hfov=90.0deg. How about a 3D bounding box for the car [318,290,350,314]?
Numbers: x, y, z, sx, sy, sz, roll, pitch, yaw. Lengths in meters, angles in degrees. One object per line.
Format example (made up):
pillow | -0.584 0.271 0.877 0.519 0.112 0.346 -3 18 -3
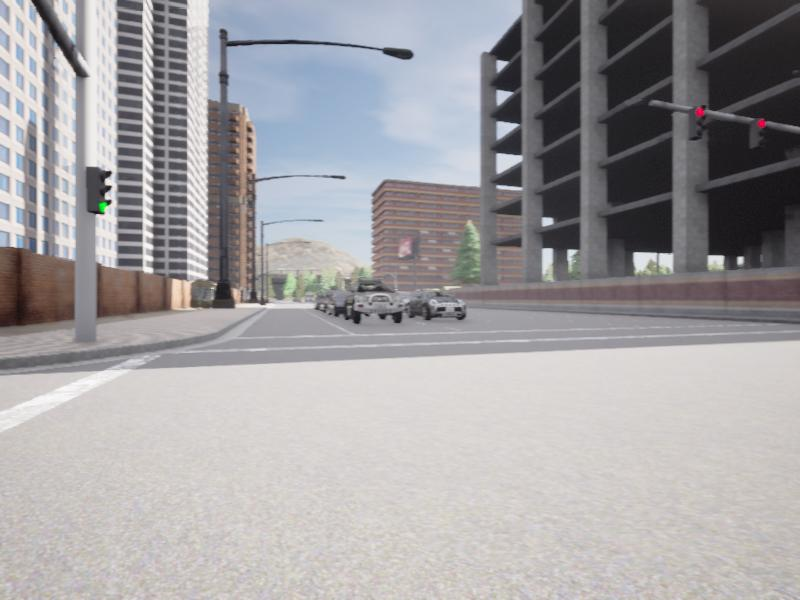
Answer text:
car | -4.891 0.110 29.222 1.851 1.617 3.988 0 0 -16

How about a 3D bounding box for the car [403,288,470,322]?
car | 1.659 0.202 19.420 1.970 1.475 3.806 0 0 -16

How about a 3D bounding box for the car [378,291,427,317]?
car | 0.033 0.205 24.897 1.812 1.442 4.674 0 0 -16

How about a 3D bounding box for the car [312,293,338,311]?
car | -6.630 0.161 35.151 1.816 1.474 4.193 0 0 -16

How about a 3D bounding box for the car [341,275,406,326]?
car | -1.292 0.006 17.146 1.932 1.855 4.605 0 0 -15

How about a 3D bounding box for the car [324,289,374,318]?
car | -3.066 0.190 23.037 2.163 1.488 4.792 0 0 -16
